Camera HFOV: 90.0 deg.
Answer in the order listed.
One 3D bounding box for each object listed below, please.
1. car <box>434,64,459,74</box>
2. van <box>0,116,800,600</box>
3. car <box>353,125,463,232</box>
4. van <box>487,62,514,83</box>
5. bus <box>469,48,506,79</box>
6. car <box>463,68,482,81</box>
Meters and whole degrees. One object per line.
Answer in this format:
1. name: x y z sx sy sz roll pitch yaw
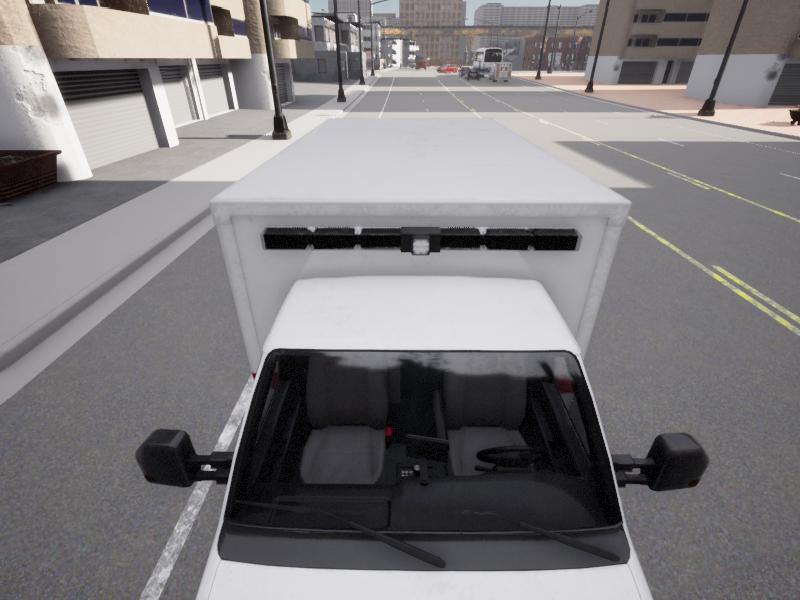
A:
1. car: 9.693 -48.273 83.470 4.611 1.667 2.242 -19 36 -28
2. van: 0.111 0.011 3.604 2.351 2.431 6.366 0 30 0
3. car: 0.183 -3.330 10.226 2.128 1.511 4.902 0 30 0
4. van: 14.703 -33.725 59.163 2.351 2.431 6.366 0 32 0
5. bus: 14.678 -40.328 67.956 3.944 4.253 10.273 0 32 0
6. car: 11.230 -35.003 62.116 2.128 1.511 4.902 0 32 0
